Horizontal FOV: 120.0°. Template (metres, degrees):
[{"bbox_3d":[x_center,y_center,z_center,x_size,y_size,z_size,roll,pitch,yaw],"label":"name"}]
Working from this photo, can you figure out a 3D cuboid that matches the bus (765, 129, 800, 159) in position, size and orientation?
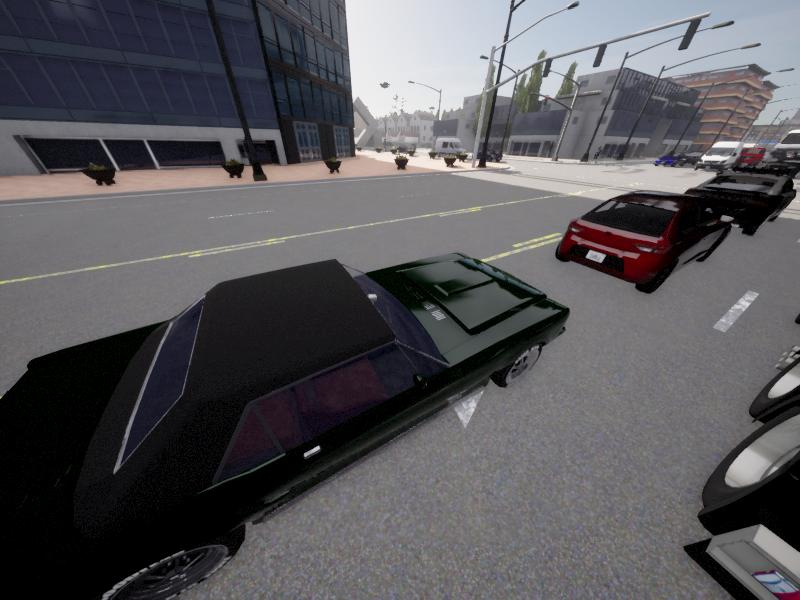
[{"bbox_3d":[73.299,-28.688,42.451,10.273,4.253,3.944,-17,39,-24],"label":"bus"}]

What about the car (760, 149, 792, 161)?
[{"bbox_3d":[62.512,-24.100,38.387,4.193,1.474,1.816,-18,39,-23],"label":"car"}]

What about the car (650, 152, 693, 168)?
[{"bbox_3d":[32.629,-16.863,27.765,4.193,1.474,1.816,-17,38,-24],"label":"car"}]

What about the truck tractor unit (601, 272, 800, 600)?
[{"bbox_3d":[5.122,-0.289,0.764,6.516,4.208,3.053,-18,39,-24],"label":"truck tractor unit"}]

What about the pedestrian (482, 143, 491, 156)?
[{"bbox_3d":[14.589,-25.341,38.961,0.751,1.860,0.751,-10,36,-16],"label":"pedestrian"}]

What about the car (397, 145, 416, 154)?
[{"bbox_3d":[1.247,-29.237,44.838,1.845,1.501,3.633,-19,39,-26],"label":"car"}]

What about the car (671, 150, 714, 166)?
[{"bbox_3d":[38.829,-18.847,30.633,5.238,1.638,1.930,-17,38,-24],"label":"car"}]

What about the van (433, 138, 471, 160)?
[{"bbox_3d":[7.763,-23.165,35.289,1.988,2.561,5.915,-17,38,-24],"label":"van"}]

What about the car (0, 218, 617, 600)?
[{"bbox_3d":[-0.486,0.414,2.264,4.718,1.301,1.895,-18,39,-24],"label":"car"}]

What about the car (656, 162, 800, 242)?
[{"bbox_3d":[11.382,-3.491,7.707,5.238,1.638,1.930,-18,39,-24],"label":"car"}]

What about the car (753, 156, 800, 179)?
[{"bbox_3d":[34.025,-11.333,19.705,5.008,1.535,1.882,-5,35,-9],"label":"car"}]

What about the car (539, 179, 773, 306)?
[{"bbox_3d":[5.385,-1.535,4.957,4.193,1.474,1.816,-18,39,-24],"label":"car"}]

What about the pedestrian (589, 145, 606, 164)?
[{"bbox_3d":[24.237,-17.870,28.350,0.751,1.860,0.751,8,35,10],"label":"pedestrian"}]

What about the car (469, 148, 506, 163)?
[{"bbox_3d":[11.384,-18.976,30.232,1.816,1.474,4.193,-17,38,-24],"label":"car"}]

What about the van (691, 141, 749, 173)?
[{"bbox_3d":[33.528,-15.041,24.204,5.915,2.561,1.988,-20,40,-28],"label":"van"}]
